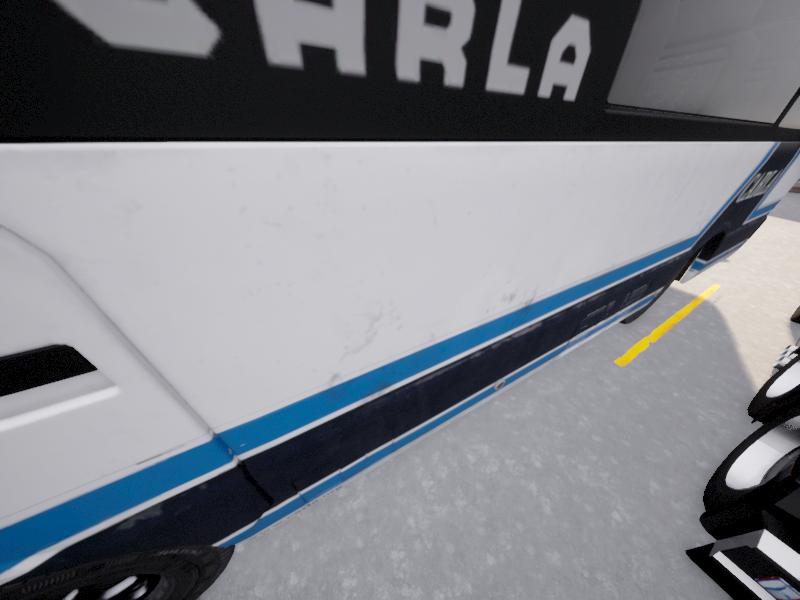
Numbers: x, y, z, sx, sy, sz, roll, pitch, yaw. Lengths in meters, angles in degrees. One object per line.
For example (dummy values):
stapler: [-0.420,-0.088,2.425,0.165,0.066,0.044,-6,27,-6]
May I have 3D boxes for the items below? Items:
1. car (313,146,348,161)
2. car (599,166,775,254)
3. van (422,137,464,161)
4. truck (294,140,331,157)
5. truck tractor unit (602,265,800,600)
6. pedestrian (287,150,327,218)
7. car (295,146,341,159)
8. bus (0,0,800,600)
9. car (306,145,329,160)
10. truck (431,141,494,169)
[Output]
car: [-8.460,-17.931,28.214,3.633,1.501,1.845,-18,39,-24]
car: [8.773,-3.027,7.084,4.902,1.511,2.128,-20,40,-27]
van: [5.587,-20.390,31.088,1.988,2.561,5.915,-18,39,-24]
truck: [-12.917,-22.384,34.136,4.478,2.038,2.069,-18,39,-24]
truck tractor unit: [5.112,-0.300,0.781,6.516,4.208,3.053,-18,39,-24]
pedestrian: [-2.960,-3.757,7.521,0.751,1.860,0.751,-7,35,-10]
car: [-11.117,-20.104,31.421,5.357,1.415,2.033,-18,39,-24]
bus: [0.980,-1.488,2.421,10.273,4.253,3.944,-17,38,-23]
car: [-11.144,-20.005,31.154,1.789,1.547,3.705,-18,39,-24]
truck: [6.114,-14.955,23.674,2.390,2.098,6.274,-18,39,-24]
